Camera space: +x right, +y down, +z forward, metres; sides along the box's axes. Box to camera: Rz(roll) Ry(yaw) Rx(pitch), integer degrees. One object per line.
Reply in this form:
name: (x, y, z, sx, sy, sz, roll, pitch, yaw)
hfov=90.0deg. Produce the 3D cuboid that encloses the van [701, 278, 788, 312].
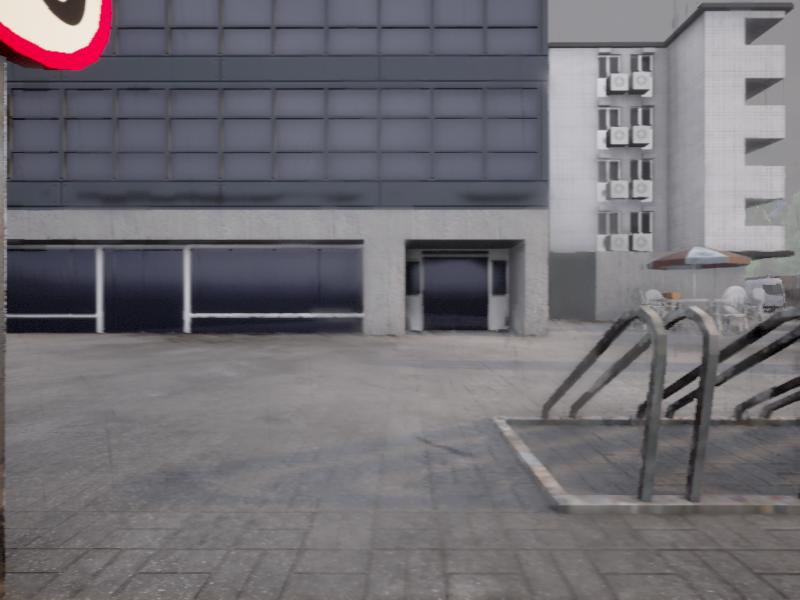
van: (28.049, -0.282, 32.954, 1.988, 2.561, 5.915, 0, -1, -1)
